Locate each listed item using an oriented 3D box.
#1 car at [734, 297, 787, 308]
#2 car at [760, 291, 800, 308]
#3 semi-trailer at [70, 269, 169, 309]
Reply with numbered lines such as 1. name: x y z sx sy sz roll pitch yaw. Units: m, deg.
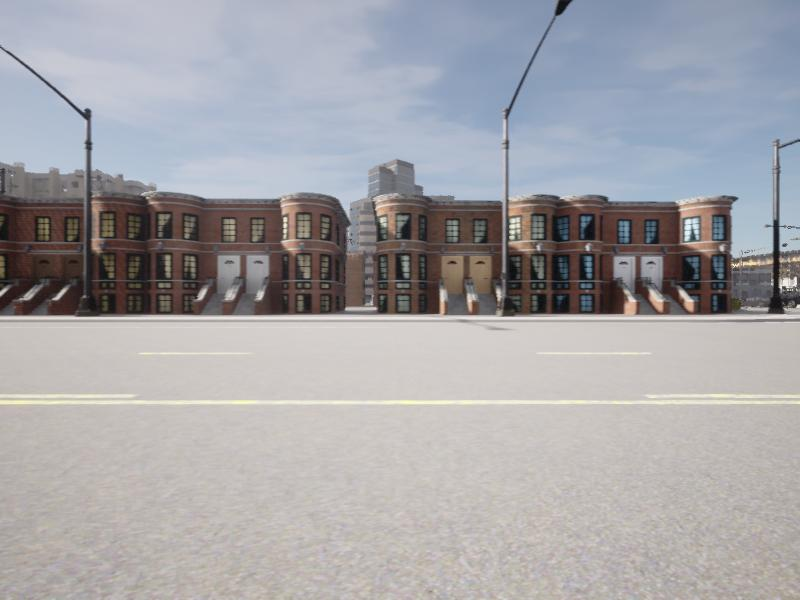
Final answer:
1. car: 45.589 0.288 50.774 2.033 1.411 5.357 0 0 1
2. car: 49.083 -0.032 50.599 2.150 2.045 5.566 0 0 1
3. semi-trailer: -35.415 -1.216 51.814 2.717 4.402 14.254 0 0 0
